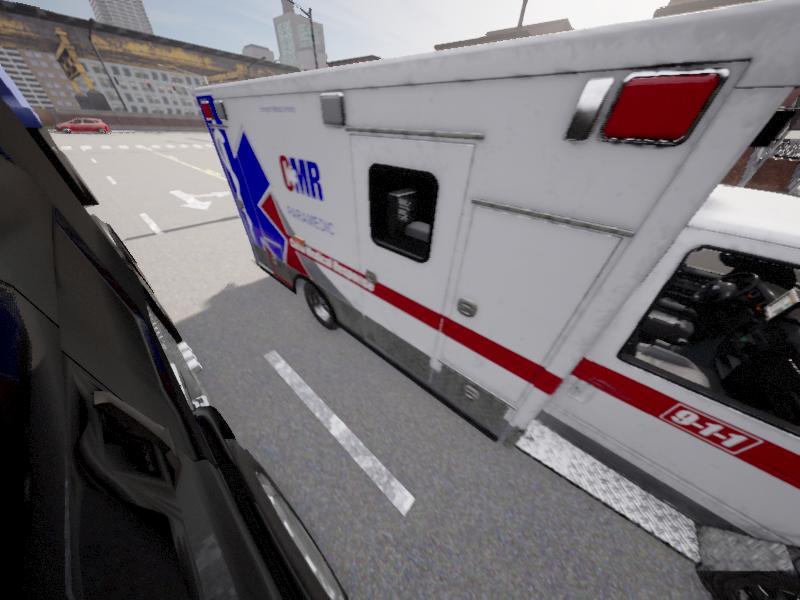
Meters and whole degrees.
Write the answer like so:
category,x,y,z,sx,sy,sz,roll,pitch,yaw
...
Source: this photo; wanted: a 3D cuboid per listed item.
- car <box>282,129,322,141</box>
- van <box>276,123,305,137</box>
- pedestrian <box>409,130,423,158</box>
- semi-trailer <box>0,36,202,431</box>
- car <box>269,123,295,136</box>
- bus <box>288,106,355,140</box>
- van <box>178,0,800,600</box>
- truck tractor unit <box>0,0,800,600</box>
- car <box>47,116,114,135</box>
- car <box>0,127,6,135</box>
category,x,y,z,sx,sy,sz,roll,pitch,yaw
car,-15.130,-25.681,35.935,2.033,1.411,5.357,28,44,30
van,-20.543,-31.967,43.516,1.775,1.987,4.442,28,44,30
pedestrian,1.335,-13.218,19.609,0.751,1.860,0.751,27,43,29
semi-trailer,-8.744,-3.571,4.186,14.254,4.402,2.717,28,43,29
car,-23.095,-33.447,45.414,1.905,1.878,3.866,28,44,30
bus,-13.498,-31.235,41.099,3.944,4.253,10.273,28,44,30
van,0.763,-0.499,2.346,6.366,2.431,2.351,28,44,30
truck tractor unit,-2.645,-0.295,0.351,6.516,4.208,3.053,28,44,30
car,-40.048,-21.925,29.062,2.242,1.667,4.611,28,44,30
car,-42.800,-16.766,22.119,1.837,1.490,4.892,28,44,30
